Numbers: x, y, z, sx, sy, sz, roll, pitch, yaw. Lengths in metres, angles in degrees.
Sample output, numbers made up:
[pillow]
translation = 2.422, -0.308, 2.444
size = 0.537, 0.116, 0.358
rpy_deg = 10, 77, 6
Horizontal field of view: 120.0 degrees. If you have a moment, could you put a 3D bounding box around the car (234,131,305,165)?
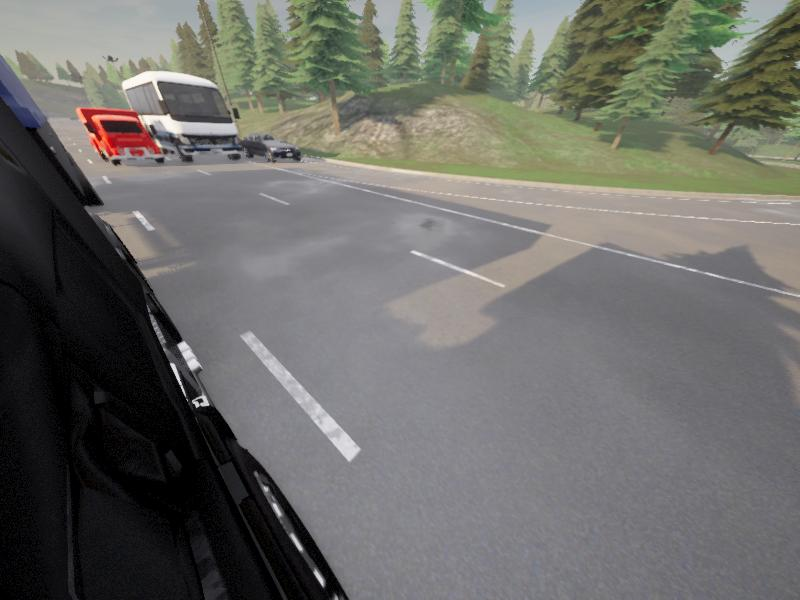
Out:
[car]
translation = -9.362, -10.986, 16.564
size = 5.027, 1.651, 2.152
rpy_deg = 27, 43, 29

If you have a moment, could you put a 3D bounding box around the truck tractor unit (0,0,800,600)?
[truck tractor unit]
translation = -2.645, -0.295, 0.351
size = 6.516, 4.208, 3.053
rpy_deg = 28, 44, 30

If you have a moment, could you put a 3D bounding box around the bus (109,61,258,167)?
[bus]
translation = -14.697, -12.218, 15.678
size = 10.273, 4.253, 3.944
rpy_deg = 28, 43, 30

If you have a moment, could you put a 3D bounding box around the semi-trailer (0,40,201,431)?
[semi-trailer]
translation = -8.704, -3.584, 4.248
size = 14.254, 4.402, 2.717
rpy_deg = 28, 43, 30

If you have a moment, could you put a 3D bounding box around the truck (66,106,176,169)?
[truck]
translation = -15.691, -9.200, 13.036
size = 5.204, 2.467, 2.627
rpy_deg = 28, 43, 30
